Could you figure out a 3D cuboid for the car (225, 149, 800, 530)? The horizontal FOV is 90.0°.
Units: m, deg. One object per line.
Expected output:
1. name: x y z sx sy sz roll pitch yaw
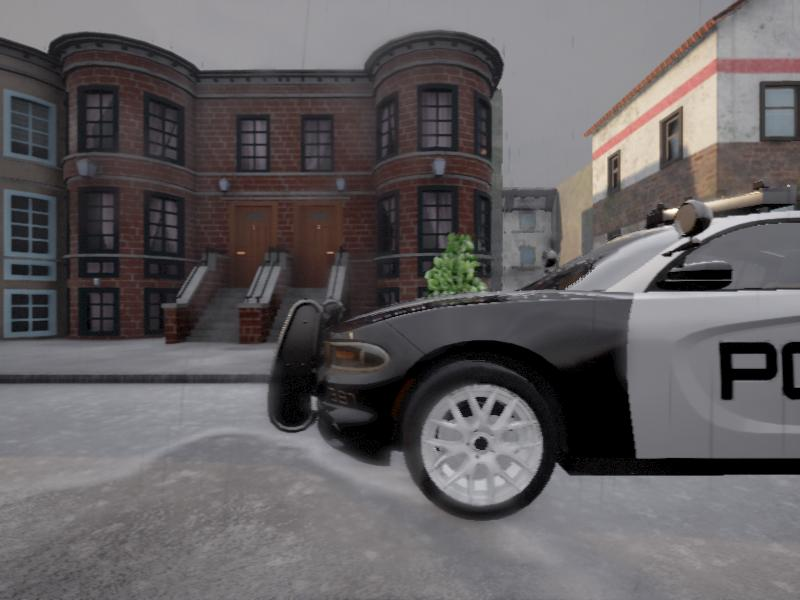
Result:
1. car: 1.868 0.169 2.690 5.238 1.638 1.930 0 0 0
